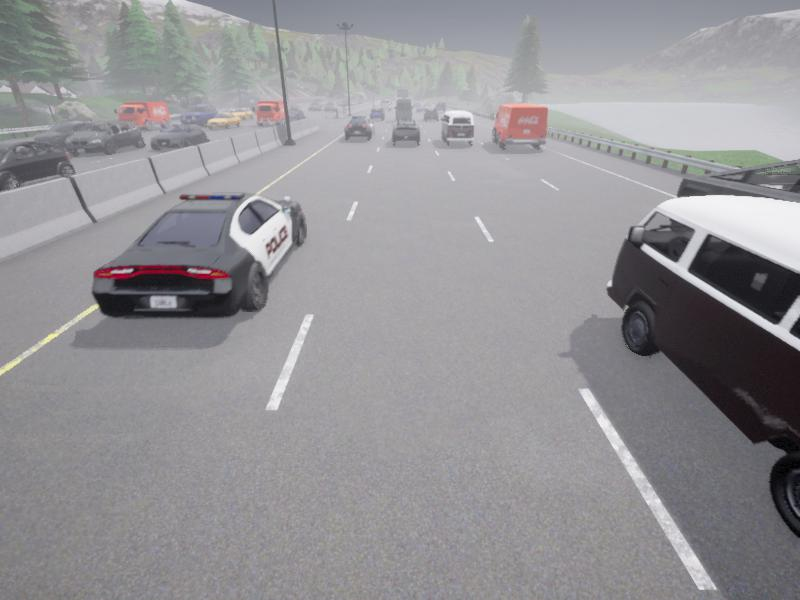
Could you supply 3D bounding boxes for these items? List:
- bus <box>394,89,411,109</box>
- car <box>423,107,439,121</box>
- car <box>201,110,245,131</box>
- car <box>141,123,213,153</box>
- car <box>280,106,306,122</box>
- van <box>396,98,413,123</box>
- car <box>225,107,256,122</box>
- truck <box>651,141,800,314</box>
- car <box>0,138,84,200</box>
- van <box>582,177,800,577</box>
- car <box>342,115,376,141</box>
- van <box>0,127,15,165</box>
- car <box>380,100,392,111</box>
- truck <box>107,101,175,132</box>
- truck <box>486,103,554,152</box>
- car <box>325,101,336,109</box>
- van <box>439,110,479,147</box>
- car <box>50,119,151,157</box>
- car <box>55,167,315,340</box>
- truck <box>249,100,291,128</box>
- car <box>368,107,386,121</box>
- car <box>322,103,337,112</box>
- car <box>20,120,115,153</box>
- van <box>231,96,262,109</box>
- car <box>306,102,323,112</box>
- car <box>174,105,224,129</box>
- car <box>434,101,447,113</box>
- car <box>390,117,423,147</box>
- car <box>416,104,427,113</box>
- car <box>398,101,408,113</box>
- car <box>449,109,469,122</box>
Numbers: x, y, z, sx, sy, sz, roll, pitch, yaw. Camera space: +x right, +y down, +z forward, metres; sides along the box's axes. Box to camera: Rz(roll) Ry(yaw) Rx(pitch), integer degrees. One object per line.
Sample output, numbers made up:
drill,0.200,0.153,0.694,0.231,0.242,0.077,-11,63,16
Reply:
bus,0.536,-50.254,99.744,3.944,4.253,10.273,0,27,0
car,3.998,-24.142,51.975,1.816,1.474,4.193,0,27,0
car,-17.096,-17.510,38.971,1.801,1.575,5.366,0,27,0
car,-13.618,-10.094,24.769,1.994,1.385,4.181,0,27,0
car,-13.575,-23.835,51.229,2.033,1.649,4.856,0,27,0
van,0.500,-24.050,50.635,1.988,2.561,5.915,0,27,0
car,-20.582,-24.167,51.929,1.801,1.575,5.366,0,27,0
truck,7.365,-1.166,6.577,2.390,2.098,6.274,0,27,0
car,-13.634,-4.732,14.139,1.789,1.549,3.705,0,27,0
van,3.863,0.312,3.777,2.069,2.038,4.480,0,28,0
car,-3.069,-13.375,30.965,2.038,1.542,4.974,0,27,0
van,-20.636,-6.596,16.811,2.351,2.431,6.366,0,27,0
car,-2.898,-40.554,83.302,2.150,2.045,5.566,0,27,0
truck,-24.110,-17.309,37.633,2.627,2.467,5.204,0,27,0
truck,7.413,-11.091,25.503,2.627,2.467,5.204,0,28,0
car,-16.855,-47.413,97.217,1.851,1.617,3.988,0,27,0
van,3.919,-11.819,27.382,2.069,2.038,4.480,0,28,0
car,-17.128,-9.503,23.298,2.242,1.667,4.611,0,27,0
car,-3.133,-1.260,7.388,2.038,1.542,4.974,0,27,0
truck,-13.603,-19.771,42.413,2.627,2.467,5.204,0,27,0
car,-2.997,-24.816,53.238,2.007,1.525,4.514,0,27,0
car,-13.420,-36.935,76.756,2.038,1.542,4.974,0,27,0
car,-20.620,-10.374,25.186,1.837,1.490,4.892,0,27,0
van,-34.760,-44.810,90.591,5.915,2.561,1.988,0,27,0
car,-16.910,-38.338,79.553,2.242,1.667,4.611,0,27,0
car,-20.593,-18.976,41.323,2.150,2.045,5.566,0,27,0
car,7.575,-36.176,74.950,1.932,1.855,4.605,0,27,0
car,0.420,-11.803,27.929,2.128,1.511,4.902,0,27,0
car,4.080,-36.807,76.805,1.895,1.301,4.718,0,27,0
car,0.576,-36.207,75.022,1.905,1.878,3.866,0,27,0
car,7.498,-23.707,51.320,1.895,1.301,4.718,0,27,0
